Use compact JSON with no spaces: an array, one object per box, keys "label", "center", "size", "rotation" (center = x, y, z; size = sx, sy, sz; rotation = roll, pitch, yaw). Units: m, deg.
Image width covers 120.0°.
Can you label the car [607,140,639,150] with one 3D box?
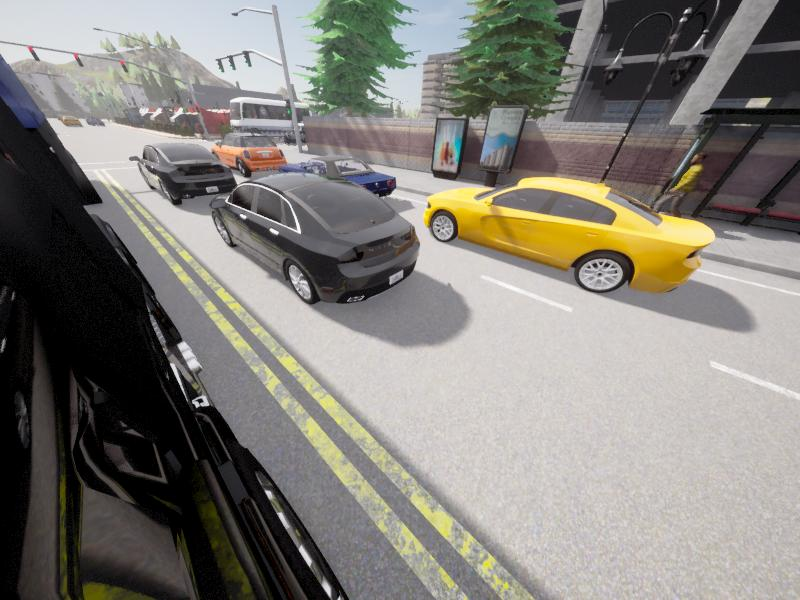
[{"label":"car","center":[53.762,-37.366,55.668],"size":[5.366,1.575,1.801],"rotation":[28,44,30]}]

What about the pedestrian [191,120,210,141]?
[{"label":"pedestrian","center":[-22.626,-19.243,26.229],"size":[0.751,1.860,0.751],"rotation":[25,42,27]}]

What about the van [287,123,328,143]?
[{"label":"van","center":[-12.250,-22.471,31.082],"size":[2.069,2.038,4.480],"rotation":[24,42,26]}]

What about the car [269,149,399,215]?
[{"label":"car","center":[-2.472,-4.485,8.396],"size":[4.718,1.301,1.895],"rotation":[28,44,30]}]

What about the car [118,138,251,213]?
[{"label":"car","center":[-7.406,-4.460,7.885],"size":[4.892,1.490,1.837],"rotation":[28,44,30]}]

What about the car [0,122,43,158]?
[{"label":"car","center":[-22.502,-8.440,12.144],"size":[1.789,1.549,3.705],"rotation":[27,43,29]}]

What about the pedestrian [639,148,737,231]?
[{"label":"pedestrian","center":[7.620,-2.986,6.268],"size":[0.751,1.860,0.751],"rotation":[25,42,27]}]

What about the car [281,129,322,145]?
[{"label":"car","center":[-11.633,-19.345,27.417],"size":[1.970,1.475,3.806],"rotation":[28,44,30]}]

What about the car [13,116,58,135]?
[{"label":"car","center":[-41.381,-19.870,26.320],"size":[4.792,1.488,2.163],"rotation":[28,44,30]}]

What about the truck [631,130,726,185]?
[{"label":"truck","center":[17.255,-9.271,14.792],"size":[2.615,2.467,5.204],"rotation":[28,44,30]}]

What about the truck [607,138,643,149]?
[{"label":"truck","center":[58.221,-40.693,59.926],"size":[6.274,2.098,2.390],"rotation":[28,44,30]}]

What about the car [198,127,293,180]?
[{"label":"car","center":[-7.820,-7.547,11.730],"size":[4.553,1.767,2.097],"rotation":[28,44,30]}]

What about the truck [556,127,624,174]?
[{"label":"truck","center":[13.953,-11.030,16.933],"size":[2.615,2.467,5.204],"rotation":[28,44,30]}]

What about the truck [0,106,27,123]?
[{"label":"truck","center":[-76.369,-36.232,45.125],"size":[5.204,2.467,2.627],"rotation":[28,44,30]}]

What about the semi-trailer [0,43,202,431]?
[{"label":"semi-trailer","center":[-8.696,-3.609,4.224],"size":[14.254,4.402,2.717],"rotation":[28,44,30]}]

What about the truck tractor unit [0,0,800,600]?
[{"label":"truck tractor unit","center":[-2.645,-0.295,0.351],"size":[6.516,4.208,3.053],"rotation":[28,44,30]}]

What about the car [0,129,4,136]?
[{"label":"car","center":[-40.065,-16.503,21.825],"size":[5.366,1.575,1.801],"rotation":[29,44,31]}]

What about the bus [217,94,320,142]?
[{"label":"bus","center":[-16.508,-23.504,30.347],"size":[3.944,4.253,10.273],"rotation":[28,44,30]}]

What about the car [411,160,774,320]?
[{"label":"car","center":[2.834,-1.747,4.875],"size":[5.008,1.535,1.882],"rotation":[28,44,30]}]

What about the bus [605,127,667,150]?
[{"label":"bus","center":[61.492,-42.479,60.718],"size":[10.273,4.253,3.944],"rotation":[28,44,30]}]

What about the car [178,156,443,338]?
[{"label":"car","center":[-1.889,-1.514,4.300],"size":[4.892,1.490,1.837],"rotation":[28,44,30]}]
